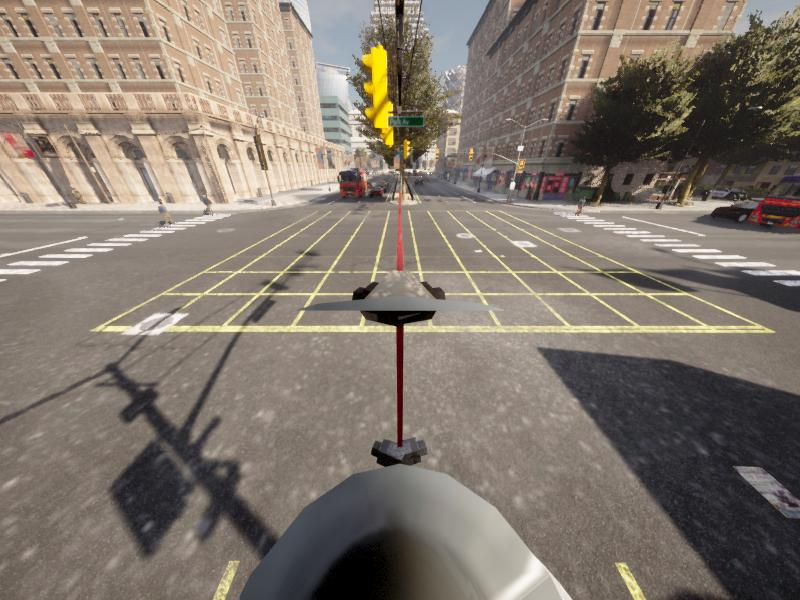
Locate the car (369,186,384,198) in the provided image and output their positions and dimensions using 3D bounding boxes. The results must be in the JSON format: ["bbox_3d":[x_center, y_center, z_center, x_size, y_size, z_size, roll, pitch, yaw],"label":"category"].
[{"bbox_3d":[-3.577,-16.711,35.654,1.895,1.301,4.718,0,30,0],"label":"car"}]

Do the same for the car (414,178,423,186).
[{"bbox_3d":[4.626,-29.688,57.983,1.812,1.442,4.674,-1,30,-2],"label":"car"}]

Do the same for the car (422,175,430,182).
[{"bbox_3d":[8.041,-38.345,72.890,2.038,1.542,4.974,0,30,0],"label":"car"}]

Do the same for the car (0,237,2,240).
[{"bbox_3d":[-26.999,-3.937,13.348,3.806,1.475,1.970,0,30,0],"label":"car"}]

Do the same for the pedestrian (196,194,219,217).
[{"bbox_3d":[-17.364,-8.538,20.885,0.751,1.860,0.751,-4,30,-7],"label":"pedestrian"}]

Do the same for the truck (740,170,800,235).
[{"bbox_3d":[30.927,-6.786,15.937,8.468,3.827,2.891,0,30,0],"label":"truck"}]

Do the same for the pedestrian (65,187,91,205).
[{"bbox_3d":[-36.755,-11.906,26.414,0.751,1.860,0.751,3,30,5],"label":"pedestrian"}]

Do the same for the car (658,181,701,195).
[{"bbox_3d":[46.025,-18.540,38.227,1.905,1.878,3.866,0,30,0],"label":"car"}]

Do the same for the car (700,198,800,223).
[{"bbox_3d":[29.571,-7.588,19.507,5.238,1.638,1.930,0,30,-1],"label":"car"}]

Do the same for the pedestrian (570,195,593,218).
[{"bbox_3d":[15.944,-8.237,20.363,0.751,1.860,0.751,0,30,1],"label":"pedestrian"}]

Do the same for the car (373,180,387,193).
[{"bbox_3d":[-3.558,-20.387,41.522,2.097,1.767,4.553,0,30,0],"label":"car"}]

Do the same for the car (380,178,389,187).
[{"bbox_3d":[-3.524,-26.812,52.838,1.851,1.617,3.988,0,30,0],"label":"car"}]

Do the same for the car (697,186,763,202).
[{"bbox_3d":[45.916,-14.963,32.392,2.038,1.542,4.974,0,30,1],"label":"car"}]

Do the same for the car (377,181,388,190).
[{"bbox_3d":[-3.540,-23.214,46.736,1.970,1.475,3.806,0,30,0],"label":"car"}]

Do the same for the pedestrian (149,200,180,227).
[{"bbox_3d":[-17.613,-6.479,17.319,0.751,1.860,0.751,-1,30,-2],"label":"pedestrian"}]

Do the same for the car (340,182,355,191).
[{"bbox_3d":[-10.295,-22.354,45.417,1.895,1.301,4.718,0,30,0],"label":"car"}]

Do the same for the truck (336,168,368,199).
[{"bbox_3d":[-7.080,-18.109,35.546,2.891,3.827,8.468,0,30,0],"label":"truck"}]
